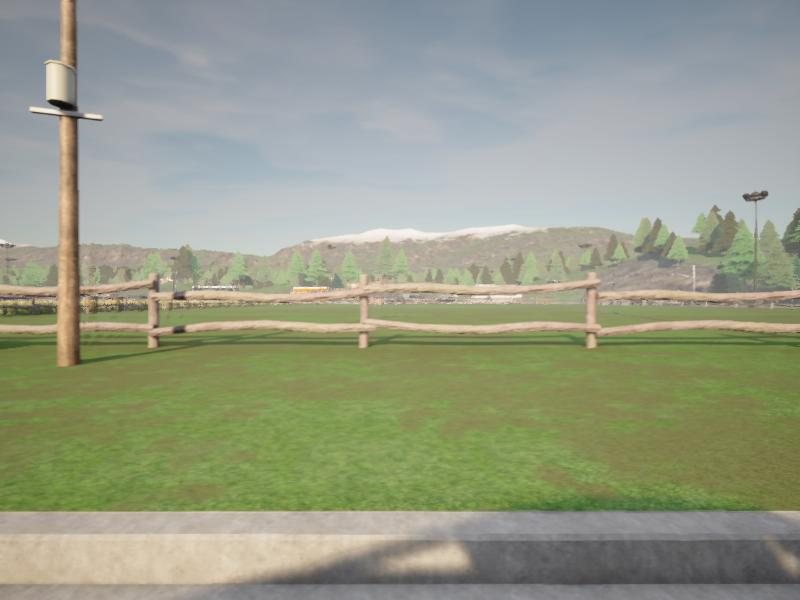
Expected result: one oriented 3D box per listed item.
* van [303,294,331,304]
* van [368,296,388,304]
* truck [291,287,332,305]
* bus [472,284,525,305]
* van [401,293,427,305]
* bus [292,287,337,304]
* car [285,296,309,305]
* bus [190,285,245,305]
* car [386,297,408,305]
[{"bbox_3d":[-19.734,-0.205,95.400,6.366,2.431,2.351,0,0,0],"label":"van"},{"bbox_3d":[-5.108,0.004,91.961,4.442,1.987,1.775,0,0,0],"label":"van"},{"bbox_3d":[-19.450,-0.903,88.398,8.468,3.827,2.891,0,0,0],"label":"truck"},{"bbox_3d":[20.819,-1.154,85.185,10.273,4.253,3.944,0,0,0],"label":"bus"},{"bbox_3d":[3.256,-0.295,91.990,5.915,2.561,1.988,1,0,0],"label":"van"},{"bbox_3d":[-21.097,-1.115,99.018,10.273,4.253,3.944,0,0,0],"label":"bus"},{"bbox_3d":[-21.776,0.078,84.894,4.605,1.855,1.932,0,0,0],"label":"car"},{"bbox_3d":[-40.254,-1.095,88.441,10.273,4.253,3.944,0,0,0],"label":"bus"},{"bbox_3d":[-0.532,0.157,84.979,4.611,1.667,2.242,0,0,0],"label":"car"}]
